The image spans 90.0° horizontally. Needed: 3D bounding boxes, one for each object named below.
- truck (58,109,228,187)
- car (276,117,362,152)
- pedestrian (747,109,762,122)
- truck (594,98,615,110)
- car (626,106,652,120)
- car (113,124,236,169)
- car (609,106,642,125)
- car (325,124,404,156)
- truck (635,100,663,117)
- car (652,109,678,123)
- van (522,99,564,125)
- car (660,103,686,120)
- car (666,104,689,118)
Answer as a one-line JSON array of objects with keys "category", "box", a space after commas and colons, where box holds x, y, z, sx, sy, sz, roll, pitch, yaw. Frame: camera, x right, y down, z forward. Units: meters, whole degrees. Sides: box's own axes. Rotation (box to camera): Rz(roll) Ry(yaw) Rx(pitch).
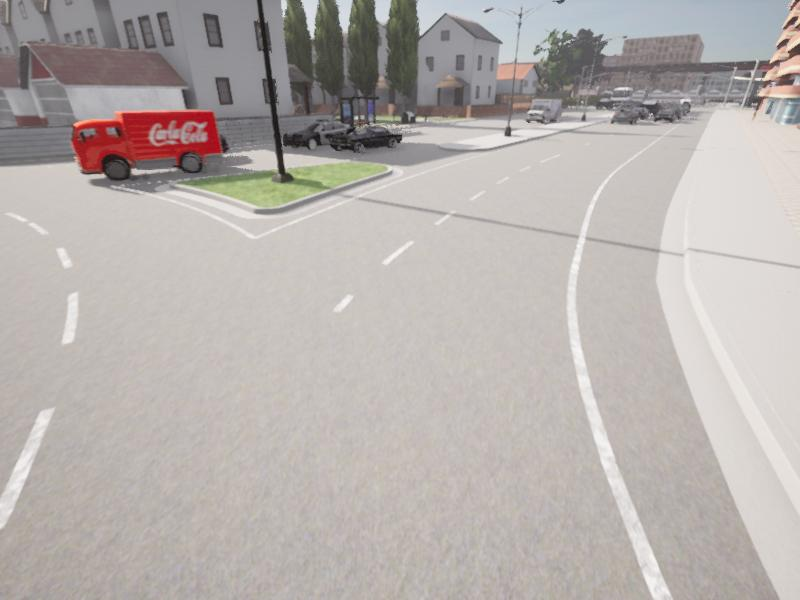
[{"category": "truck", "box": [-10.484, -6.535, 16.699, 5.204, 2.467, 2.627, -20, 33, -34]}, {"category": "car", "box": [-4.995, -10.618, 25.497, 1.930, 1.638, 5.238, 21, 34, 35]}, {"category": "pedestrian", "box": [38.736, -20.207, 43.764, 0.751, 1.300, 0.751, 13, 30, 24]}, {"category": "truck", "box": [43.612, -41.756, 85.155, 2.390, 2.098, 6.274, 18, 32, 31]}, {"category": "car", "box": [31.458, -24.639, 52.603, 2.038, 1.542, 4.974, 18, 32, 31]}, {"category": "car", "box": [-11.238, -7.884, 20.248, 4.856, 1.649, 2.033, -20, 33, -34]}, {"category": "car", "box": [25.462, -20.845, 45.124, 2.242, 1.667, 4.611, 18, 32, 31]}, {"category": "car", "box": [-1.998, -9.622, 23.919, 1.895, 1.301, 4.718, 21, 34, 35]}, {"category": "truck", "box": [37.152, -28.555, 59.547, 2.390, 2.098, 6.274, 18, 32, 31]}, {"category": "car", "box": [31.181, -21.601, 46.960, 1.895, 1.301, 4.718, 18, 32, 31]}, {"category": "van", "box": [16.522, -21.731, 46.081, 2.351, 2.431, 6.366, 18, 32, 31]}, {"category": "car", "box": [36.337, -25.137, 53.256, 2.097, 1.767, 4.553, 18, 32, 31]}, {"category": "car", "box": [41.895, -28.511, 60.263, 2.152, 1.651, 5.027, 18, 32, 31]}]
